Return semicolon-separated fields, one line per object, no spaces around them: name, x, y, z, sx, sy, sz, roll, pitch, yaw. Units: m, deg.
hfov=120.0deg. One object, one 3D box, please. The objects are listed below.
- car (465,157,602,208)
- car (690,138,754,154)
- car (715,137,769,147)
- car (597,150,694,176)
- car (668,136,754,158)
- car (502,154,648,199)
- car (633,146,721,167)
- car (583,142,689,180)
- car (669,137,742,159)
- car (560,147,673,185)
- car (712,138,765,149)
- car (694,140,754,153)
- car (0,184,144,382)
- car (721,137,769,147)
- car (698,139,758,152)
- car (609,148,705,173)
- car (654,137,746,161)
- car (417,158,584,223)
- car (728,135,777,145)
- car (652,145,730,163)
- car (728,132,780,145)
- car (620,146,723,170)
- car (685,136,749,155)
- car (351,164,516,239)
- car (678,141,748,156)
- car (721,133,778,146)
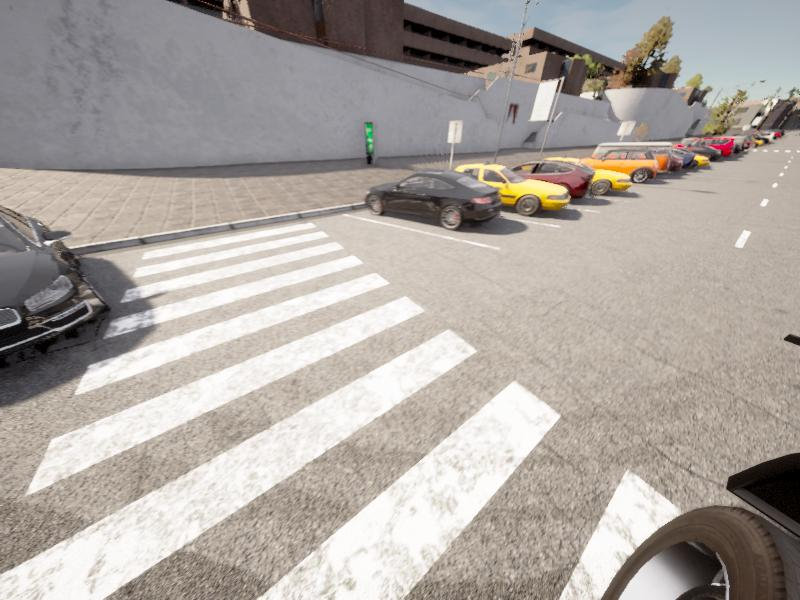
car;5.752;-5.456;10.402;4.792;1.488;2.163;21;40;29
car;44.907;-21.665;32.444;4.553;1.767;2.185;21;41;29
car;64.385;-29.843;43.667;5.366;1.575;1.946;21;41;29
car;18.001;-10.383;17.377;4.674;1.452;2.002;21;41;29
car;37.577;-18.711;28.256;5.566;2.045;2.435;21;40;29
car;8.374;-6.402;11.684;5.366;1.575;1.946;21;40;29
car;25.360;-13.395;21.525;4.792;1.488;2.163;21;40;29
car;15.655;-9.575;15.788;4.442;1.987;1.878;21;40;29
car;35.207;-17.641;26.854;4.442;1.987;1.878;21;40;29
car;13.131;-8.524;14.482;4.553;1.767;2.185;21;40;28
car;59.648;-27.697;40.825;4.792;1.488;2.163;21;40;29
car;47.330;-22.558;33.925;4.674;1.452;2.002;21;41;29
car;-6.439;-0.534;3.403;4.892;1.521;2.231;21;40;29
car;66.999;-30.787;44.991;4.674;1.452;2.002;21;40;29
car;49.814;-23.589;35.296;4.792;1.488;2.163;21;40;29
car;20.417;-11.399;18.778;4.792;1.488;2.163;21;40;29
car;32.637;-16.683;25.528;5.566;2.045;2.435;21;41;29
car;3.487;-4.433;8.885;5.366;1.575;1.946;21;40;29
car;74.530;-33.881;49.000;5.366;1.575;1.946;21;41;29
car;30.226;-15.419;24.303;4.674;1.452;2.002;21;41;29
car;76.808;-35.195;50.326;5.566;2.045;2.435;21;41;29
car;23.045;-12.368;20.050;5.366;1.575;1.946;21;40;29
car;42.340;-20.772;31.083;4.442;1.987;1.878;21;41;29
car;0.893;-3.466;7.596;4.674;1.452;2.002;21;40;29
car;40.003;-19.528;29.781;4.892;1.521;2.231;21;41;29
car;69.483;-32.050;46.190;5.566;2.045;2.435;21;41;29
